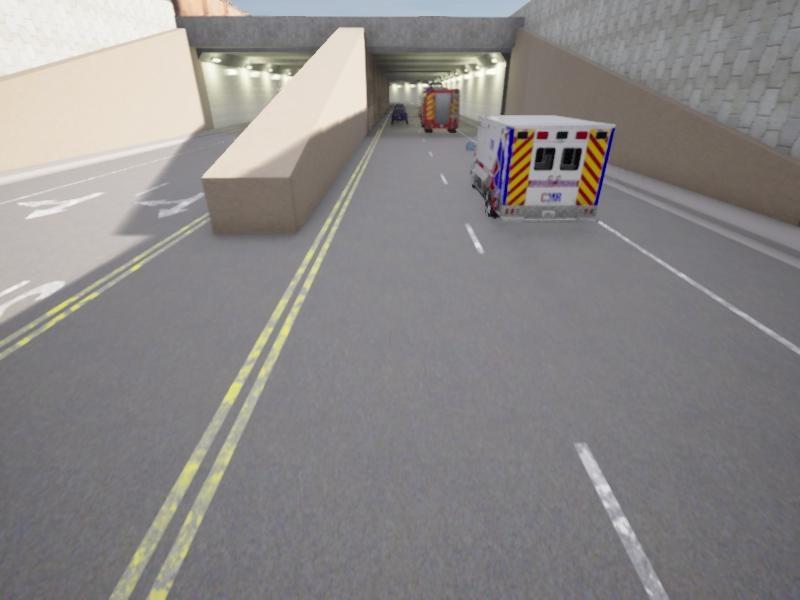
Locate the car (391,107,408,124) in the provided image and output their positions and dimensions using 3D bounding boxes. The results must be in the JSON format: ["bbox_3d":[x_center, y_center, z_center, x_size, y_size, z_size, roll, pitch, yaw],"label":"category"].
[{"bbox_3d":[-0.045,-21.499,46.488,1.882,1.535,5.008,0,28,0],"label":"car"}]

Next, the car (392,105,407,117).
[{"bbox_3d":[-0.051,-27.590,58.423,2.033,1.411,5.357,0,27,0],"label":"car"}]

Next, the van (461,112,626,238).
[{"bbox_3d":[3.485,-3.982,11.635,2.351,2.431,6.366,0,27,0],"label":"van"}]

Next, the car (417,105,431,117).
[{"bbox_3d":[3.448,-27.205,57.530,1.845,1.501,3.633,0,27,0],"label":"car"}]

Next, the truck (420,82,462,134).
[{"bbox_3d":[3.468,-17.486,36.236,2.891,3.827,8.468,0,27,0],"label":"truck"}]

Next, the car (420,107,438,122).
[{"bbox_3d":[3.455,-22.441,48.408,1.812,1.442,4.674,0,27,0],"label":"car"}]
